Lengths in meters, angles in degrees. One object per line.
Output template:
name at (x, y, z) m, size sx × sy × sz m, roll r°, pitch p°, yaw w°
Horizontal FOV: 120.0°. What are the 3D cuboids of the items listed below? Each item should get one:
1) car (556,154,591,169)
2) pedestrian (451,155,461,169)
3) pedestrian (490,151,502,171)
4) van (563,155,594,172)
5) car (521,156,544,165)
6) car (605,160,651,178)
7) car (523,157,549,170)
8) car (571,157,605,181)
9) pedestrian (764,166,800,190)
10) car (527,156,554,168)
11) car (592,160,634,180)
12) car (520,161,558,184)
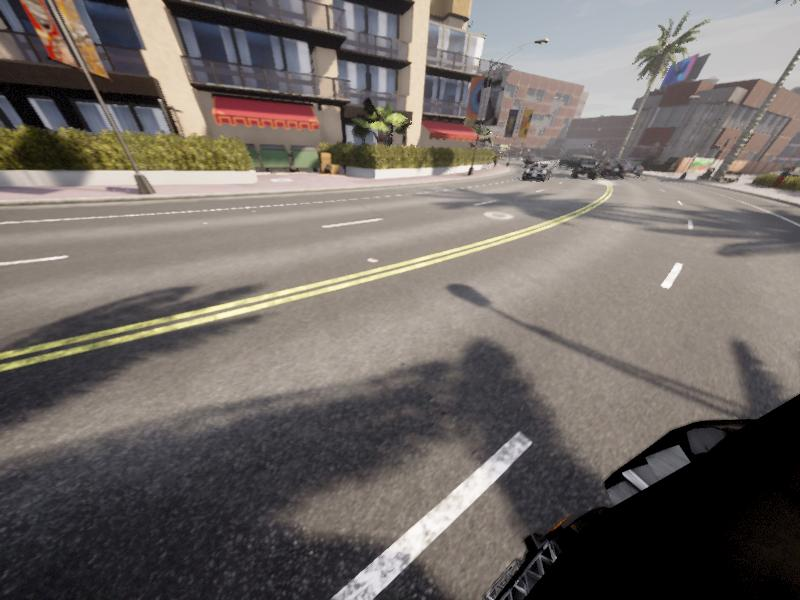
car at (31.976, -25.729, 42.836) m, size 2.150 × 2.045 × 5.566 m, roll 1°, pitch 34°, yaw -3°
pedestrian at (6.536, -16.081, 26.941) m, size 0.751 × 1.300 × 0.751 m, roll 21°, pitch 38°, yaw 25°
pedestrian at (11.108, -16.061, 26.718) m, size 0.751 × 1.860 × 0.751 m, roll 20°, pitch 38°, yaw 24°
van at (28.102, -21.671, 36.546) m, size 1.775 × 1.987 × 4.442 m, roll 7°, pitch 34°, yaw 6°
car at (27.704, -29.330, 48.504) m, size 1.994 × 1.385 × 4.181 m, roll -3°, pitch 34°, yaw -8°
car at (30.214, -17.546, 30.870) m, size 2.152 × 1.651 × 5.027 m, roll 12°, pitch 35°, yaw 13°
car at (21.072, -21.364, 36.013) m, size 1.837 × 1.490 × 4.892 m, roll 7°, pitch 34°, yaw 6°
car at (19.497, -13.755, 24.180) m, size 1.905 × 1.878 × 3.866 m, roll 19°, pitch 37°, yaw 23°
pedestrian at (35.464, -11.318, 21.428) m, size 0.751 × 1.860 × 0.751 m, roll 21°, pitch 38°, yaw 25°
car at (25.109, -24.831, 41.456) m, size 2.007 × 1.525 × 4.514 m, roll 2°, pitch 34°, yaw -2°
car at (25.260, -15.676, 27.673) m, size 2.242 × 1.667 × 4.611 m, roll 16°, pitch 36°, yaw 19°
car at (12.515, -11.572, 20.781) m, size 1.970 × 1.475 × 3.806 m, roll 24°, pitch 39°, yaw 29°
